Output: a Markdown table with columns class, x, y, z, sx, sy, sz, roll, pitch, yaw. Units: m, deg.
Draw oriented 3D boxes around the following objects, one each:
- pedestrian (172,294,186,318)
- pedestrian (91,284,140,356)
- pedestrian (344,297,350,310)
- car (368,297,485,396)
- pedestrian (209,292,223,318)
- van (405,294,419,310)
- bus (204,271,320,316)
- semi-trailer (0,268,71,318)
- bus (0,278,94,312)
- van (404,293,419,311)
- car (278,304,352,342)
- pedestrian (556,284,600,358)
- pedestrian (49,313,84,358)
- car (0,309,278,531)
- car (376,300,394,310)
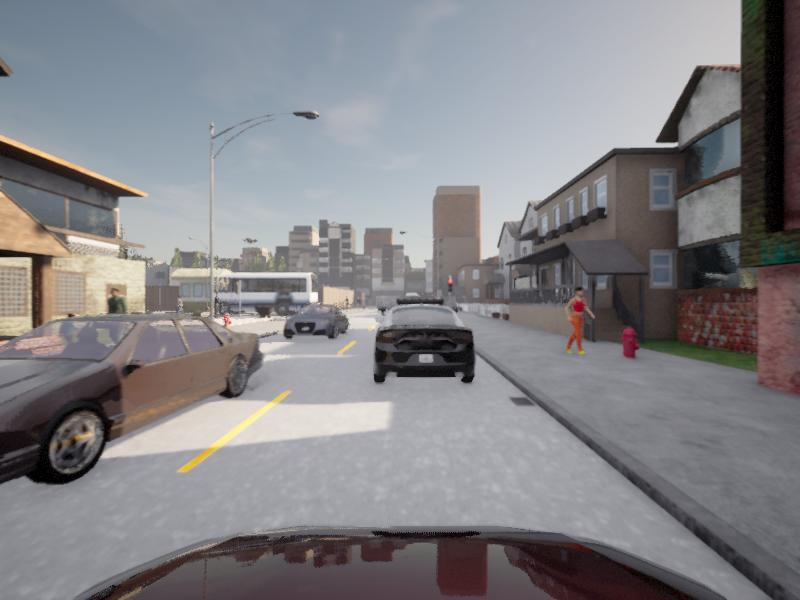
| class | x | y | z | sx | sy | sz | roll | pitch | yaw |
| --- | --- | --- | --- | --- | --- | --- | --- | --- | --- |
| pedestrian | -17.593 | 0.491 | 31.857 | 0.751 | 1.860 | 0.751 | 0 | 0 | -11 |
| pedestrian | -7.659 | 0.521 | 10.798 | 0.751 | 1.860 | 0.751 | 0 | 0 | 9 |
| pedestrian | -7.626 | 0.479 | 57.469 | 0.751 | 1.860 | 0.751 | 0 | 0 | 12 |
| car | 0.448 | 0.763 | 9.221 | 1.930 | 1.638 | 5.238 | 0 | 0 | 0 |
| pedestrian | -13.553 | 0.376 | 29.520 | 0.751 | 1.860 | 0.751 | 0 | 0 | -40 |
| van | 1.986 | 0.316 | 67.780 | 2.351 | 2.431 | 6.366 | 0 | 0 | 1 |
| bus | -13.496 | -0.575 | 39.956 | 10.273 | 4.253 | 3.944 | 0 | 0 | 1 |
| semi-trailer | -38.348 | -0.660 | 36.785 | 14.254 | 4.402 | 2.717 | 0 | 0 | 1 |
| bus | -47.964 | -0.597 | 54.895 | 3.944 | 4.253 | 10.273 | 0 | 0 | 1 |
| van | 1.664 | 0.267 | 58.741 | 1.988 | 2.561 | 5.915 | 0 | 0 | 0 |
| car | -3.445 | 0.891 | 17.070 | 1.994 | 1.385 | 4.181 | 0 | 0 | 4 |
| pedestrian | 4.687 | 0.524 | 10.542 | 0.751 | 1.860 | 0.751 | 0 | 0 | -20 |
| pedestrian | -8.571 | 0.901 | 10.295 | 0.500 | 1.100 | 0.500 | 0 | 0 | -6 |
| car | -3.605 | 0.889 | 5.242 | 2.033 | 1.411 | 5.357 | 0 | 0 | 4 |
| car | -2.259 | 0.780 | 61.303 | 2.128 | 1.511 | 4.902 | 0 | 0 | 4 |
